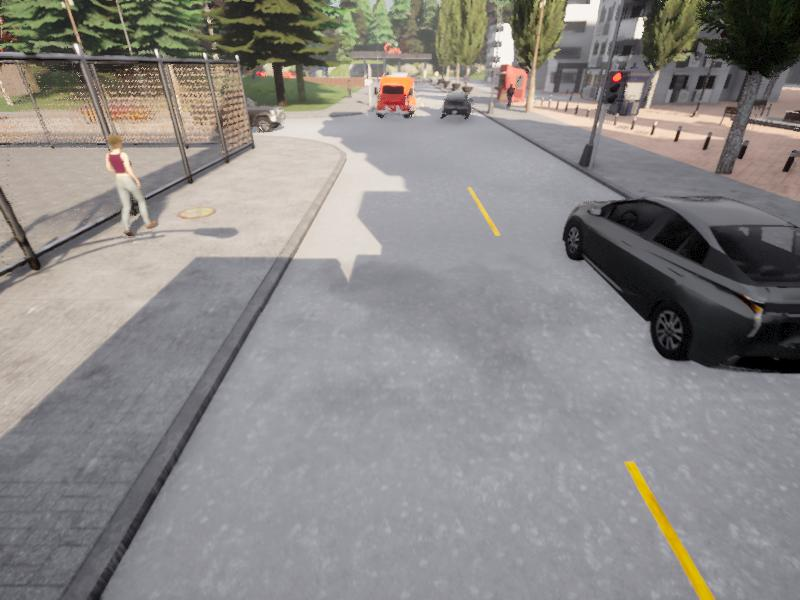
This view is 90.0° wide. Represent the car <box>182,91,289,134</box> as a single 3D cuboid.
[{"bbox_3d":[-8.574,-9.984,21.308,4.605,1.855,1.932,-1,30,0],"label":"car"}]

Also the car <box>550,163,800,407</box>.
[{"bbox_3d":[4.026,-0.690,5.710,2.007,1.525,4.514,0,30,0],"label":"car"}]

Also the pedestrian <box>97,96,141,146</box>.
[{"bbox_3d":[-11.730,-7.485,16.759,0.751,1.860,0.751,0,30,-1],"label":"pedestrian"}]

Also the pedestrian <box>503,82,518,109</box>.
[{"bbox_3d":[8.677,-16.083,31.534,0.751,1.860,0.751,-1,30,-1],"label":"pedestrian"}]

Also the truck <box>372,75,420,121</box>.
[{"bbox_3d":[-0.192,-14.113,27.804,2.627,2.467,5.204,4,30,5],"label":"truck"}]

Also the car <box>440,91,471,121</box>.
[{"bbox_3d":[3.961,-13.655,27.985,1.837,1.490,4.892,6,31,7],"label":"car"}]

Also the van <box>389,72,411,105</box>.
[{"bbox_3d":[0.002,-20.744,39.110,1.988,2.561,5.915,0,30,0],"label":"van"}]

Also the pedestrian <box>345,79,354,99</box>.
[{"bbox_3d":[-5.271,-22.095,41.844,0.751,1.860,0.751,3,30,5],"label":"pedestrian"}]

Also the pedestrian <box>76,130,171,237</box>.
[{"bbox_3d":[-5.271,-2.237,7.758,0.751,1.860,0.751,0,30,0],"label":"pedestrian"}]
